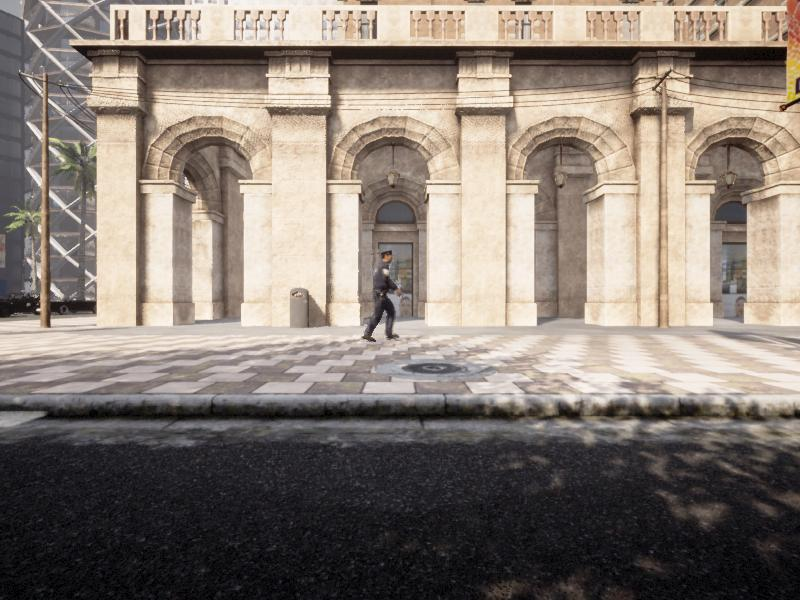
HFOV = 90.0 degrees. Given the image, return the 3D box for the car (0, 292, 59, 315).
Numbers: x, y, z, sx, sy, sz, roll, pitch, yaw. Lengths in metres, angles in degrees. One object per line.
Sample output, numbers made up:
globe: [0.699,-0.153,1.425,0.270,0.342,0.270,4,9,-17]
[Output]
car: [-26.537,0.225,27.686,2.007,1.525,4.514,0,0,0]

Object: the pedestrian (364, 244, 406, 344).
pedestrian: [-0.318,-0.115,7.879,0.751,1.860,0.751,0,0,-8]

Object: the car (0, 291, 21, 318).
car: [-23.029,0.251,21.246,1.816,1.474,4.193,0,0,0]

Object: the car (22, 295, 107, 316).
car: [-23.035,0.340,27.750,1.895,1.301,4.718,0,0,0]
